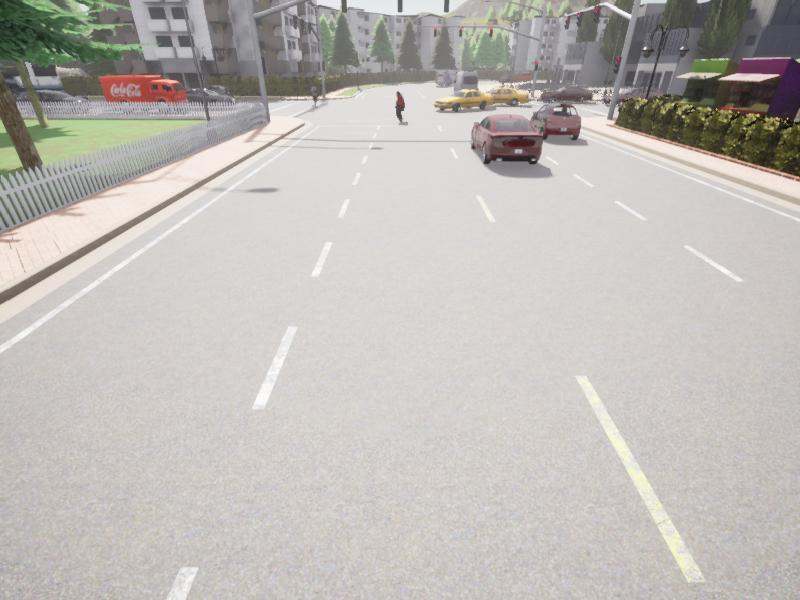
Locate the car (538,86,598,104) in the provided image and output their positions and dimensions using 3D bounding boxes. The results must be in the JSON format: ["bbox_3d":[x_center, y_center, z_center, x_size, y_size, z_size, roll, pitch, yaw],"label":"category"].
[{"bbox_3d":[15.759,-19.398,37.792,4.674,1.442,1.812,1,30,2],"label":"car"}]

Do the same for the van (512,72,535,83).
[{"bbox_3d":[25.954,-46.694,83.988,4.442,1.987,1.775,-18,35,-27],"label":"van"}]

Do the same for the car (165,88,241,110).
[{"bbox_3d":[-15.994,-16.453,32.709,4.902,1.511,2.128,1,30,2],"label":"car"}]

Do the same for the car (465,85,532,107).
[{"bbox_3d":[8.510,-17.818,34.957,5.366,1.575,1.801,1,30,2],"label":"car"}]

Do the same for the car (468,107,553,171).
[{"bbox_3d":[3.929,-6.274,15.233,1.882,1.535,5.008,0,30,0],"label":"car"}]

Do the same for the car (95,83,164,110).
[{"bbox_3d":[-22.065,-16.722,32.798,3.866,1.878,1.905,1,30,2],"label":"car"}]

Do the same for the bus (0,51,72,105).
[{"bbox_3d":[-39.018,-21.506,38.678,10.273,4.253,3.944,2,30,1],"label":"bus"}]

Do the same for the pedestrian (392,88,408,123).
[{"bbox_3d":[-0.009,-11.837,24.392,0.751,1.860,0.751,-9,32,-16],"label":"pedestrian"}]

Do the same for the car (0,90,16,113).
[{"bbox_3d":[-32.485,-14.969,30.199,4.892,1.490,1.837,1,30,2],"label":"car"}]

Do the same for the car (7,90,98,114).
[{"bbox_3d":[-25.928,-14.853,29.996,4.892,1.490,1.837,1,30,2],"label":"car"}]

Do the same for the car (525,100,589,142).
[{"bbox_3d":[7.583,-8.889,19.716,1.845,1.501,3.633,2,30,3],"label":"car"}]

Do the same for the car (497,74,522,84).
[{"bbox_3d":[23.775,-47.804,86.534,5.027,1.651,2.152,-18,35,-27],"label":"car"}]

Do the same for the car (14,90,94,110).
[{"bbox_3d":[-28.537,-16.580,33.152,4.718,1.301,1.895,1,30,2],"label":"car"}]

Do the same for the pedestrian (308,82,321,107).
[{"bbox_3d":[-7.287,-17.557,34.198,0.751,1.860,0.751,2,30,4],"label":"pedestrian"}]

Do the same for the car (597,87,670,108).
[{"bbox_3d":[20.100,-17.572,34.623,4.792,1.488,2.163,1,30,2],"label":"car"}]

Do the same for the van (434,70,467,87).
[{"bbox_3d":[8.969,-39.335,70.955,2.351,2.431,6.366,24,38,35],"label":"van"}]

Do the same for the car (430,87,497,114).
[{"bbox_3d":[5.032,-15.776,31.461,5.366,1.575,1.801,-21,36,-32],"label":"car"}]

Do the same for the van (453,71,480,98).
[{"bbox_3d":[7.753,-25.544,47.238,1.988,2.561,5.915,-1,30,-2],"label":"van"}]

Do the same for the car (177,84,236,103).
[{"bbox_3d":[-18.726,-20.039,38.837,4.514,1.525,2.007,1,30,2],"label":"car"}]

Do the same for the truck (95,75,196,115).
[{"bbox_3d":[-18.576,-15.146,29.523,5.204,2.467,2.627,1,30,2],"label":"truck"}]

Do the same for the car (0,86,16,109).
[{"bbox_3d":[-35.746,-16.848,33.293,5.027,1.651,2.152,1,30,2],"label":"car"}]
